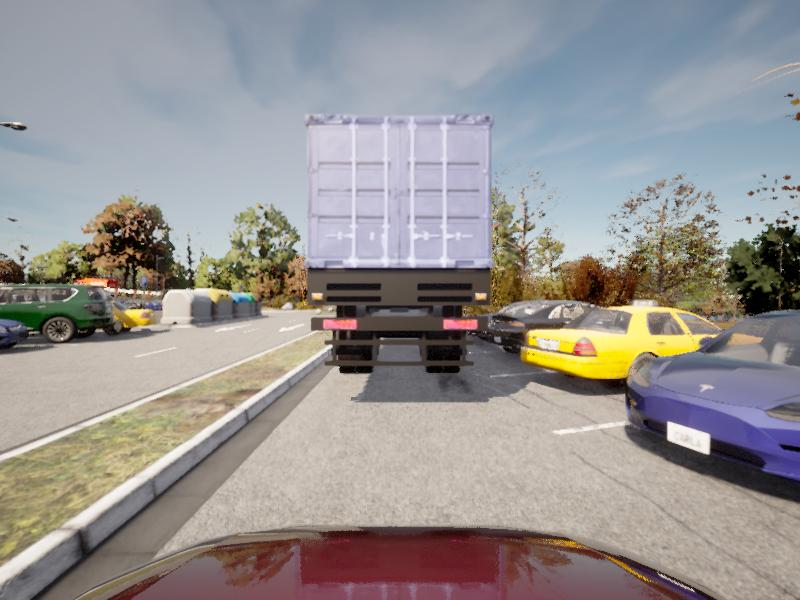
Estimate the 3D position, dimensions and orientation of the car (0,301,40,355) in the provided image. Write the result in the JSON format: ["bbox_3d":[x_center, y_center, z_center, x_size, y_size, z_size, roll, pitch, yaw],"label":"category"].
[{"bbox_3d":[-13.338,0.796,11.022,4.674,1.452,2.002,-1,0,-20],"label":"car"}]

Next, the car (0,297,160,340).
[{"bbox_3d":[-13.502,0.705,16.997,5.366,1.575,1.946,-1,1,-20],"label":"car"}]

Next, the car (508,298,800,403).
[{"bbox_3d":[4.986,0.791,7.833,5.366,1.575,1.946,1,0,-20],"label":"car"}]

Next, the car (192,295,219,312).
[{"bbox_3d":[-24.459,0.503,50.575,2.435,2.045,5.566,1,-2,-19],"label":"car"}]

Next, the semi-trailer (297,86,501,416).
[{"bbox_3d":[-0.020,-0.680,12.466,2.717,4.402,14.254,0,0,0],"label":"semi-trailer"}]

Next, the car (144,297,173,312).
[{"bbox_3d":[-30.478,0.627,50.587,2.185,1.767,4.553,1,-2,-19],"label":"car"}]

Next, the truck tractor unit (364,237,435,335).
[{"bbox_3d":[-0.028,-0.632,20.378,3.053,4.208,6.516,0,1,0],"label":"truck tractor unit"}]

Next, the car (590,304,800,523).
[{"bbox_3d":[4.794,0.837,4.358,4.792,1.488,2.163,1,1,-20],"label":"car"}]

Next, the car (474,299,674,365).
[{"bbox_3d":[4.802,0.777,11.157,4.892,1.521,2.231,1,0,-20],"label":"car"}]

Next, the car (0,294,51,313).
[{"bbox_3d":[-31.992,0.321,33.681,2.231,1.521,4.892,0,-1,-19],"label":"car"}]

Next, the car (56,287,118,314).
[{"bbox_3d":[-26.059,0.068,33.599,2.435,2.045,5.566,1,-1,-19],"label":"car"}]

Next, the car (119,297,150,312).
[{"bbox_3d":[-33.515,0.630,50.682,2.185,1.767,4.553,1,-3,-19],"label":"car"}]

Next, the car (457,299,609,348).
[{"bbox_3d":[4.809,0.760,14.551,4.892,1.521,2.231,1,1,-20],"label":"car"}]

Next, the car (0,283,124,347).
[{"bbox_3d":[-13.359,0.482,14.021,5.566,2.045,2.435,-1,1,-20],"label":"car"}]

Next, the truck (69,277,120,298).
[{"bbox_3d":[-43.999,-1.803,57.658,5.204,2.467,2.627,4,-1,1],"label":"truck"}]

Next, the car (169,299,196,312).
[{"bbox_3d":[-27.463,0.755,50.585,2.231,1.521,4.892,1,-3,-19],"label":"car"}]

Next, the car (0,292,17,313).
[{"bbox_3d":[-34.943,0.195,33.691,2.185,1.767,4.553,0,-1,-19],"label":"car"}]

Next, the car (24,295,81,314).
[{"bbox_3d":[-29.035,0.360,33.652,2.002,1.452,4.674,1,-1,-19],"label":"car"}]
